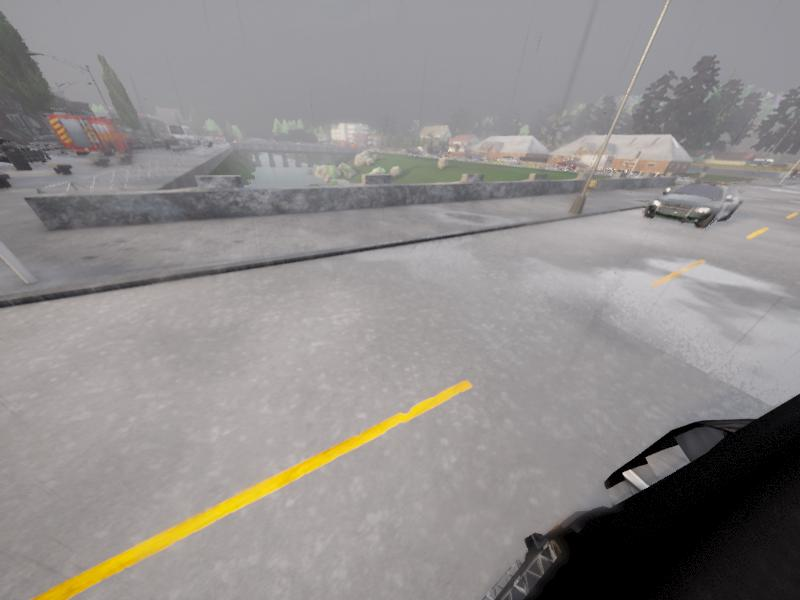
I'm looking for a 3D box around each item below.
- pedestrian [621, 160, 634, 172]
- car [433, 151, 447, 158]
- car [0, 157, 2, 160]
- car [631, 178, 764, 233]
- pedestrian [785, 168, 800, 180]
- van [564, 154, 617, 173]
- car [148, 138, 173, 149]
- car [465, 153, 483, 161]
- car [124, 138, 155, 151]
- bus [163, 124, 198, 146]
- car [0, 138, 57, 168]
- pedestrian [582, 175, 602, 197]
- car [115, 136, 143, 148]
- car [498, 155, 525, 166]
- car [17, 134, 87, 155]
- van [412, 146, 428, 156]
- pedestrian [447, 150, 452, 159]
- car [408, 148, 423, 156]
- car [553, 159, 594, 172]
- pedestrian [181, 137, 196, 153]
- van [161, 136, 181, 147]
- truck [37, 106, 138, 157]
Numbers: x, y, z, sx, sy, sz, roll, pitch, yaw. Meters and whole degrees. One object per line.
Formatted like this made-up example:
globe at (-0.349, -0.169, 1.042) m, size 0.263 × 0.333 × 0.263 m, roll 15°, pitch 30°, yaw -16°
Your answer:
pedestrian at (39.216, -23.116, 39.866) m, size 0.751 × 1.860 × 0.751 m, roll -14°, pitch 37°, yaw -24°
car at (12.397, -44.890, 71.247) m, size 1.994 × 1.385 × 4.181 m, roll -15°, pitch 38°, yaw -25°
car at (-31.372, -10.722, 15.972) m, size 1.905 × 1.878 × 3.866 m, roll -15°, pitch 37°, yaw -25°
car at (12.708, -4.211, 9.881) m, size 4.974 × 1.542 × 2.038 m, roll -15°, pitch 38°, yaw -25°
pedestrian at (75.599, -24.242, 44.363) m, size 0.751 × 1.860 × 0.751 m, roll 23°, pitch 38°, yaw 27°
van at (32.942, -23.897, 40.277) m, size 2.351 × 2.431 × 6.366 m, roll -15°, pitch 38°, yaw -25°
car at (-45.413, -29.776, 43.896) m, size 2.038 × 1.542 × 4.974 m, roll -15°, pitch 38°, yaw -25°
car at (19.393, -37.577, 60.697) m, size 1.816 × 1.474 × 4.193 m, roll -15°, pitch 37°, yaw -25°
car at (-39.634, -23.696, 35.247) m, size 1.816 × 1.474 × 4.193 m, roll -15°, pitch 37°, yaw -24°
bus at (-57.085, -43.088, 60.586) m, size 3.944 × 4.253 × 10.273 m, roll -15°, pitch 38°, yaw -25°
car at (-26.428, -10.030, 15.684) m, size 1.816 × 1.474 × 4.193 m, roll -15°, pitch 38°, yaw -25°
pedestrian at (11.746, -6.986, 14.146) m, size 0.500 × 1.100 × 0.500 m, roll 16°, pitch 36°, yaw 19°
car at (-48.058, -27.987, 41.010) m, size 1.851 × 1.617 × 3.988 m, roll -15°, pitch 38°, yaw -25°
car at (23.125, -29.120, 48.201) m, size 2.007 × 1.525 × 4.514 m, roll -15°, pitch 38°, yaw -25°
car at (-37.433, -16.947, 25.119) m, size 2.152 × 1.651 × 5.027 m, roll -15°, pitch 37°, yaw -25°
van at (6.798, -51.210, 79.387) m, size 2.351 × 2.431 × 6.366 m, roll -15°, pitch 38°, yaw -25°
pedestrian at (12.328, -36.058, 57.284) m, size 0.751 × 1.860 × 0.751 m, roll -17°, pitch 38°, yaw -27°
car at (4.904, -48.409, 75.383) m, size 2.150 × 2.045 × 5.566 m, roll -15°, pitch 38°, yaw -25°
car at (29.233, -22.767, 39.095) m, size 1.882 × 1.535 × 5.008 m, roll -15°, pitch 37°, yaw -24°
pedestrian at (-30.760, -22.576, 33.665) m, size 0.751 × 1.860 × 0.751 m, roll -4°, pitch 34°, yaw -10°
van at (-49.719, -34.529, 50.320) m, size 1.775 × 1.987 × 4.442 m, roll -15°, pitch 38°, yaw -25°
truck at (-33.532, -18.357, 25.546) m, size 2.891 × 3.827 × 8.468 m, roll -14°, pitch 37°, yaw -24°
